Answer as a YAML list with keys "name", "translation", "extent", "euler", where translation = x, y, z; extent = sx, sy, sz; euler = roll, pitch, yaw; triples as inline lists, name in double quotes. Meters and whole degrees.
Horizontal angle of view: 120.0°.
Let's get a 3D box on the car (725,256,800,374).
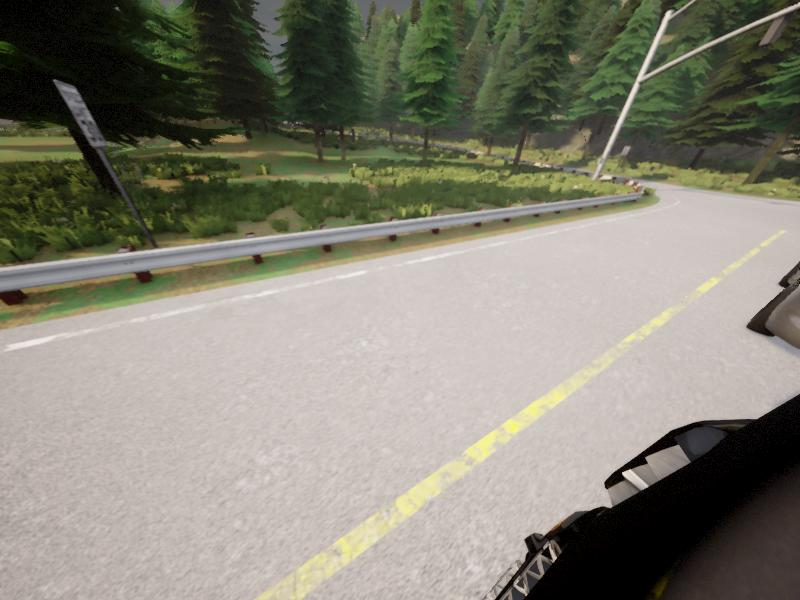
- name: "car"
  translation: [7.146, -0.113, 2.966]
  extent: [4.611, 1.667, 2.242]
  euler: [-16, 38, -25]
